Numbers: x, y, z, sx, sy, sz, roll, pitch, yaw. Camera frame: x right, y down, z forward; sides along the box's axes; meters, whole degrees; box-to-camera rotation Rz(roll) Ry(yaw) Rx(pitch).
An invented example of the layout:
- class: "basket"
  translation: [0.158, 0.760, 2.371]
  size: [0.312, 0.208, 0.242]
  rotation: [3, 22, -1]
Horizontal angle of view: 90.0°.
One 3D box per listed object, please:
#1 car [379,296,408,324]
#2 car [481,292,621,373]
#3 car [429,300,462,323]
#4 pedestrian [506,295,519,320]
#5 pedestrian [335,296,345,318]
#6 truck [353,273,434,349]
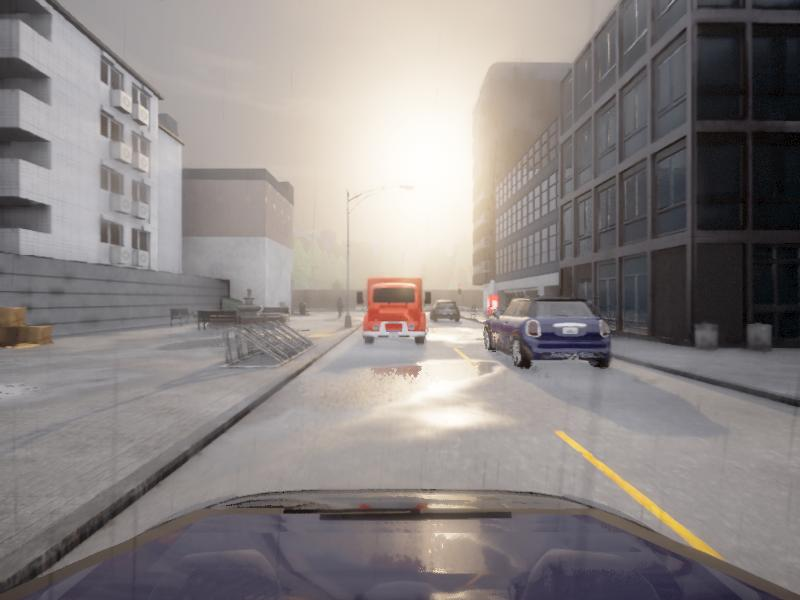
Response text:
- class: "car"
  translation: [-0.476, 0.672, 28.733]
  size: [1.905, 1.878, 3.866]
  rotation: [0, 0, -1]
- class: "car"
  translation: [3.743, 0.706, 10.955]
  size: [2.097, 1.767, 4.553]
  rotation: [0, 0, 0]
- class: "car"
  translation: [3.435, 0.806, 30.996]
  size: [2.033, 1.649, 4.856]
  rotation: [0, 0, 0]
- class: "pedestrian"
  translation: [8.497, 0.561, 30.223]
  size: [0.751, 1.860, 0.751]
  rotation: [0, 0, -12]
- class: "pedestrian"
  translation: [-4.975, 0.563, 33.233]
  size: [0.751, 1.860, 0.751]
  rotation: [0, 0, -2]
- class: "truck"
  translation: [-0.192, 0.371, 15.657]
  size: [2.627, 2.467, 5.204]
  rotation: [0, 0, 0]
